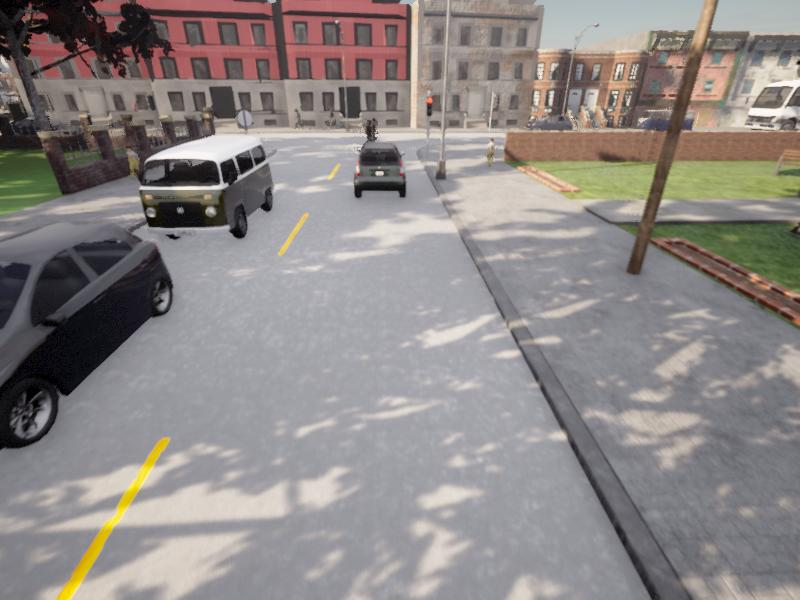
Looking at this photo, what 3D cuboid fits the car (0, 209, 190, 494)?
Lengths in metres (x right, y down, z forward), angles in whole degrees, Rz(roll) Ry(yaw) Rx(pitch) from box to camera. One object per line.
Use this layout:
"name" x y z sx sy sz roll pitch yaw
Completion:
"car" -4.331 0.158 4.628 1.845 1.501 3.633 -1 27 -2

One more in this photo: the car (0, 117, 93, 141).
"car" -25.724 -12.439 29.099 4.892 1.490 1.837 -1 27 -3

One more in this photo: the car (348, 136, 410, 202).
"car" -0.696 -4.762 14.148 1.851 1.617 3.988 -1 27 -2

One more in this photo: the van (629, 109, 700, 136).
"van" 22.427 -15.160 34.112 4.442 1.987 1.775 -1 27 -2

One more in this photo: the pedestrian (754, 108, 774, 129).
"pedestrian" 36.473 -18.219 40.106 0.751 1.860 0.751 9 28 17

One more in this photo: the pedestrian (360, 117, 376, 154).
"pedestrian" -1.772 -9.242 22.541 0.751 1.860 0.751 2 27 4

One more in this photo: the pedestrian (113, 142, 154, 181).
"pedestrian" -10.005 -5.230 15.069 0.751 1.300 0.751 -1 27 -2

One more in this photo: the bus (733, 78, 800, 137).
"bus" 35.575 -16.284 33.888 10.273 4.253 3.944 -1 27 -2

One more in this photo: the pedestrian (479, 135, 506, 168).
"pedestrian" 4.121 -6.654 17.896 0.751 1.300 0.751 -9 29 -17

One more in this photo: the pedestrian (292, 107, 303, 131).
"pedestrian" -9.177 -16.215 35.858 0.751 1.860 0.751 -3 27 -6

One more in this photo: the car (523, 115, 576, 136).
"car" 12.582 -14.819 33.895 3.633 1.501 1.845 -1 27 -2

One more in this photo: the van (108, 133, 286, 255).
"van" -4.540 -2.903 10.032 2.069 2.038 4.480 -1 27 -2

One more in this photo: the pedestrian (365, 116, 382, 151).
"pedestrian" -1.580 -9.859 23.744 0.751 1.860 0.751 7 28 13

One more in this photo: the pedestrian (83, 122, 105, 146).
"pedestrian" -19.267 -10.433 25.158 0.751 1.300 0.751 -18 32 -32

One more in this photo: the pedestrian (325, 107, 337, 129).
"pedestrian" -6.478 -17.111 37.618 0.751 1.860 0.751 4 27 7
